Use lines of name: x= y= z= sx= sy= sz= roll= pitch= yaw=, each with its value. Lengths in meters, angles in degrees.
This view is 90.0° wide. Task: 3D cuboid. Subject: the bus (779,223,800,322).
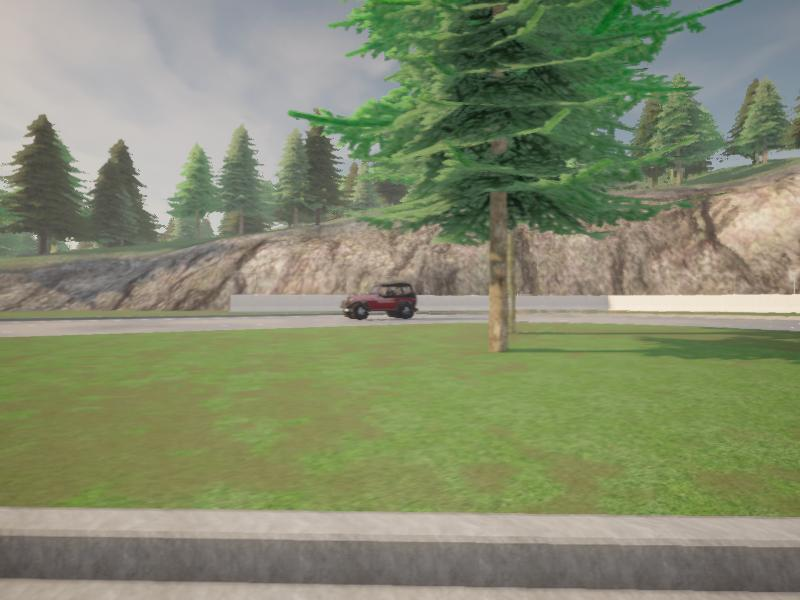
bus: x=20.063 y=-1.141 z=13.306 sx=3.944 sy=4.253 sz=10.273 roll=2 pitch=0 yaw=-13

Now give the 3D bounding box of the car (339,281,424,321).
car: x=-0.975 y=0.048 z=20.113 sx=3.866 sy=1.878 sz=1.905 roll=0 pitch=0 yaw=-20
